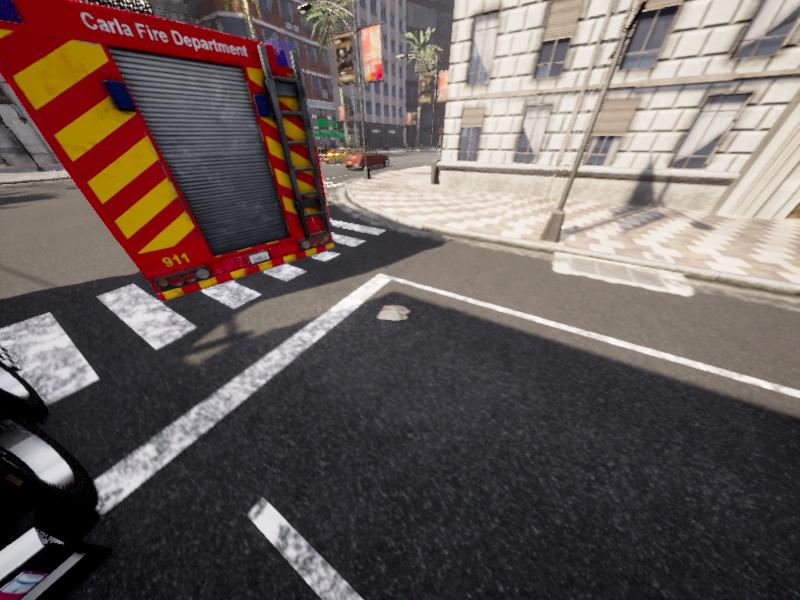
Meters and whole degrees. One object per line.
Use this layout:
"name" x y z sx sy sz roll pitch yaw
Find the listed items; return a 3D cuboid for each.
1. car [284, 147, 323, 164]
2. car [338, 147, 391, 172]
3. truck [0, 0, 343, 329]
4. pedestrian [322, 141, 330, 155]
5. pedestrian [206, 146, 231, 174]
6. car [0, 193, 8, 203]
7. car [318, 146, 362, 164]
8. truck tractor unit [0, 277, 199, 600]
"car" -11.263 -17.105 27.292 1.789 1.549 3.705 18 39 25
"car" -3.104 -13.257 21.640 2.152 1.651 5.027 18 39 25
"truck" -5.224 -3.462 5.665 2.891 3.827 8.468 -29 44 -34
"pedestrian" -12.628 -25.899 39.354 0.751 1.860 0.751 21 40 28
"pedestrian" -14.794 -11.404 18.826 0.751 1.860 0.751 18 39 25
"car" -20.002 -4.071 8.221 2.150 2.045 5.566 12 37 17
"car" -6.958 -17.336 27.565 1.801 1.575 5.366 18 39 25
"truck tractor unit" -5.132 -0.279 0.749 6.516 4.208 3.053 17 38 23
